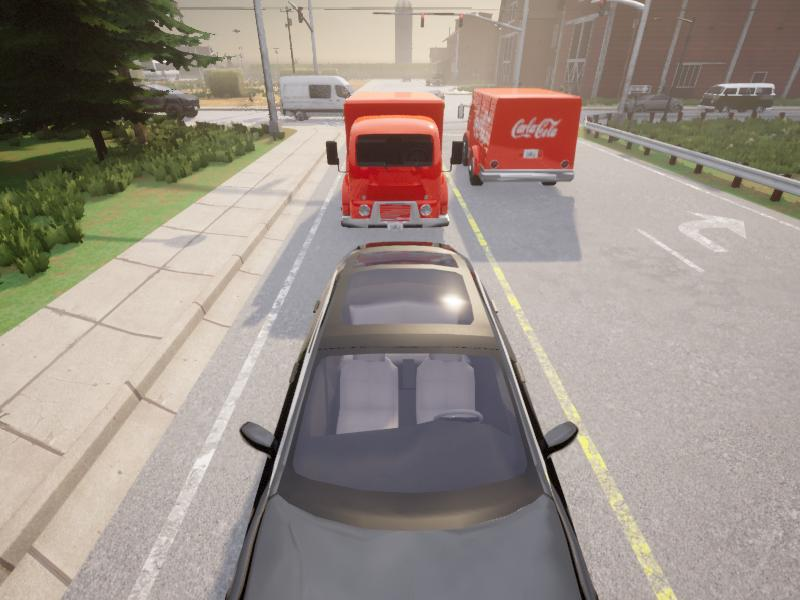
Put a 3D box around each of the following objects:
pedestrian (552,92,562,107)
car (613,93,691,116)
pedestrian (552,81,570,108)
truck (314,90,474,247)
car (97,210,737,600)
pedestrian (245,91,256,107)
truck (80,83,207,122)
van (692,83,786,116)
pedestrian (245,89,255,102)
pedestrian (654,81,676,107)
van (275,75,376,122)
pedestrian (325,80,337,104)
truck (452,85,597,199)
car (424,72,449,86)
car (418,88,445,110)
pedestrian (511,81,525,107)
[{"bbox_3d":[12.994,-16.616,33.105,0.500,1.100,0.500,4,31,7],"label":"pedestrian"},{"bbox_3d":[18.370,-14.352,29.313,4.181,1.385,1.994,0,30,0],"label":"car"},{"bbox_3d":[12.995,-16.627,32.370,0.751,1.860,0.751,-6,31,-10],"label":"pedestrian"},{"bbox_3d":[-0.139,-3.422,9.428,2.627,2.467,5.204,-1,30,-1],"label":"truck"},{"bbox_3d":[0.055,0.760,3.240,2.128,1.511,4.902,0,30,0],"label":"car"},{"bbox_3d":[-12.436,-16.696,33.229,0.500,1.100,0.500,1,30,2],"label":"pedestrian"},{"bbox_3d":[-16.493,-12.912,26.105,6.274,2.098,2.390,0,30,0],"label":"truck"},{"bbox_3d":[24.553,-14.640,29.143,4.480,2.038,2.069,0,30,0],"label":"van"},{"bbox_3d":[-13.836,-18.855,36.876,0.500,1.100,0.500,16,34,26],"label":"pedestrian"},{"bbox_3d":[21.578,-16.766,32.611,0.751,1.860,0.751,-1,30,-1],"label":"pedestrian"},{"bbox_3d":[-4.658,-13.060,25.917,5.915,2.561,1.988,1,30,2],"label":"van"},{"bbox_3d":[-6.066,-18.404,35.358,0.751,1.860,0.751,-10,32,-17],"label":"pedestrian"},{"bbox_3d":[3.295,-5.075,12.270,2.627,2.467,5.204,0,30,-1],"label":"truck"},{"bbox_3d":[6.285,-37.974,68.887,1.905,1.878,3.866,-31,40,-33],"label":"car"},{"bbox_3d":[2.709,-17.057,33.890,1.994,1.385,4.181,4,31,6],"label":"car"},{"bbox_3d":[9.627,-16.817,32.691,0.751,1.860,0.751,2,30,3],"label":"pedestrian"}]
